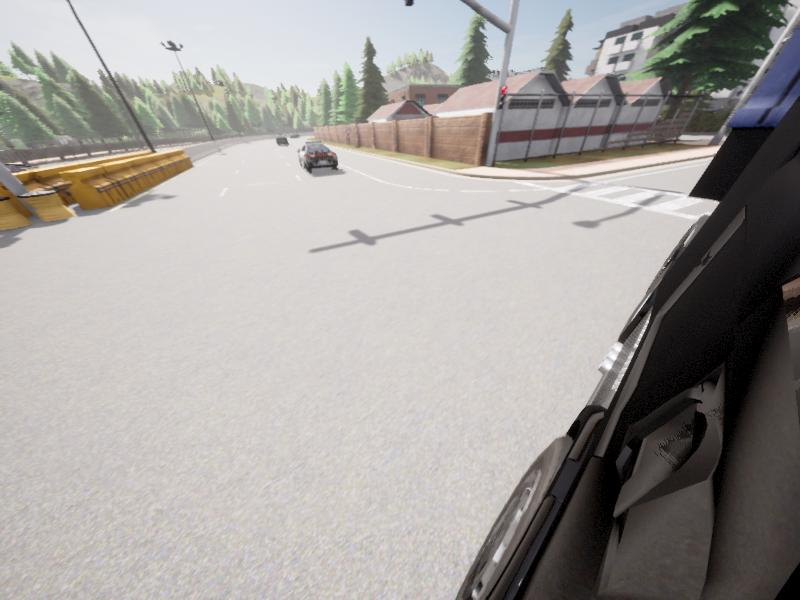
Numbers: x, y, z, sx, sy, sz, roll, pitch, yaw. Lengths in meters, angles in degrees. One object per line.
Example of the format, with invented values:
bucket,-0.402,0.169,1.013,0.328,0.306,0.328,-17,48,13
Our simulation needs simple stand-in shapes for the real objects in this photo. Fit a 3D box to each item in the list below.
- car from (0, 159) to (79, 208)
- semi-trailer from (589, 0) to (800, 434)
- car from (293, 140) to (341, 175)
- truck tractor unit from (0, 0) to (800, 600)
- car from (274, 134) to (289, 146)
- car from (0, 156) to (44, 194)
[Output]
car,-18.050,-5.429,10.692,1.994,1.385,4.181,-18,40,-19
semi-trailer,9.277,-3.124,3.565,14.254,4.402,2.717,-21,40,-23
car,-5.705,-9.757,15.595,2.038,1.542,4.974,-17,39,-19
truck tractor unit,2.645,-0.295,0.351,6.516,4.208,3.053,-28,44,-30
car,-22.345,-30.143,43.463,1.930,1.638,5.238,-17,39,-19
car,-22.880,-6.536,12.312,2.128,1.511,4.902,-18,40,-19
